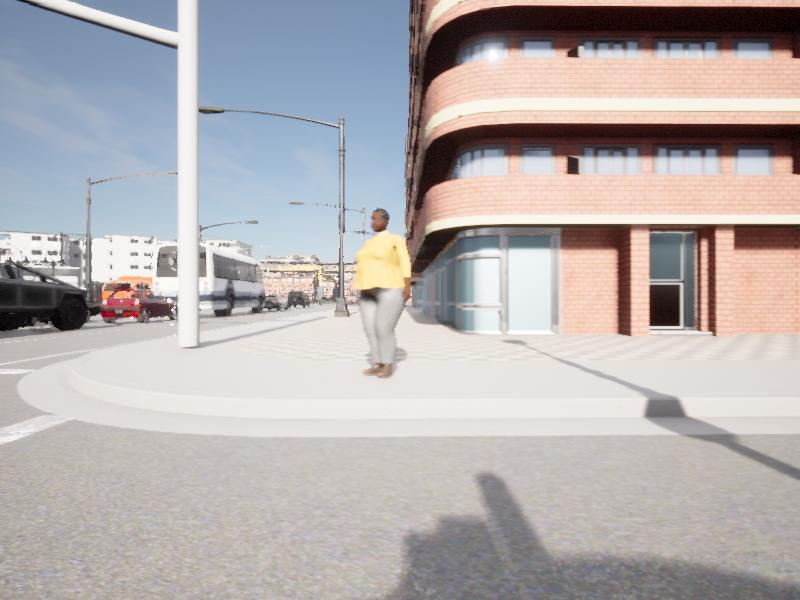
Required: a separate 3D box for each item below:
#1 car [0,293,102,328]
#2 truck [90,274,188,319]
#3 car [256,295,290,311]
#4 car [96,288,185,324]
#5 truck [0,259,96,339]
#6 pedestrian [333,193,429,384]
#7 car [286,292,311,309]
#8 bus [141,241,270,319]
[{"bbox_3d":[-15.279,0.384,16.970,1.895,1.301,4.718,0,0,-2],"label":"car"},{"bbox_3d":[-15.511,-0.195,24.272,2.627,2.467,5.204,0,0,-2],"label":"truck"},{"bbox_3d":[-12.399,0.284,39.466,2.038,1.542,4.974,0,0,-3],"label":"car"},{"bbox_3d":[-11.826,0.264,18.543,1.845,1.501,3.633,0,0,-2],"label":"car"},{"bbox_3d":[-11.771,-0.029,10.964,2.390,2.098,6.274,0,0,-3],"label":"truck"},{"bbox_3d":[-0.206,-0.108,4.431,0.751,1.860,0.751,0,0,43],"label":"pedestrian"},{"bbox_3d":[-12.784,0.040,50.755,2.150,2.045,5.566,0,0,-3],"label":"car"},{"bbox_3d":[-12.245,-1.085,26.925,3.944,4.253,10.273,0,0,-2],"label":"bus"}]
